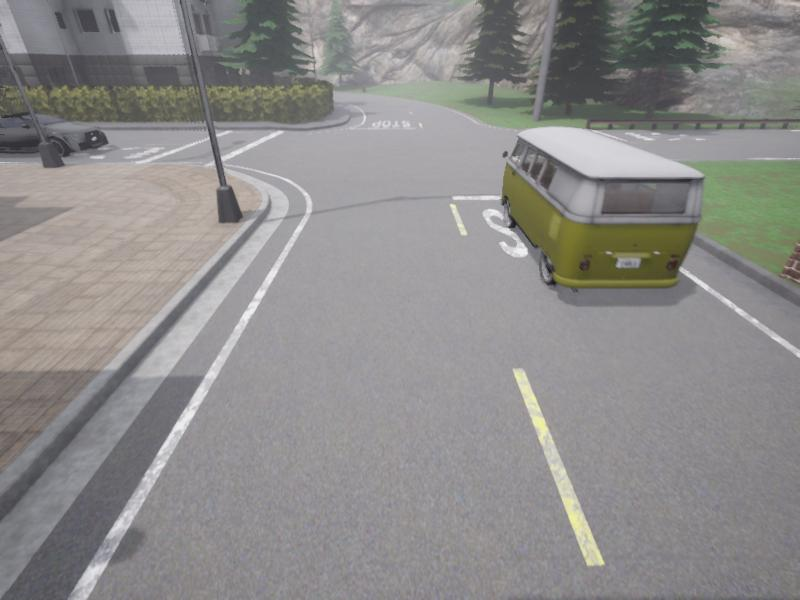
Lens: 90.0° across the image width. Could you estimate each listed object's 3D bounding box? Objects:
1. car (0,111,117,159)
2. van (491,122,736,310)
[{"bbox_3d":[-13.432,-6.152,14.814,4.181,1.385,1.994,-1,30,-1],"label":"car"},{"bbox_3d":[3.091,-1.834,7.170,1.775,1.987,4.442,0,30,0],"label":"van"}]
